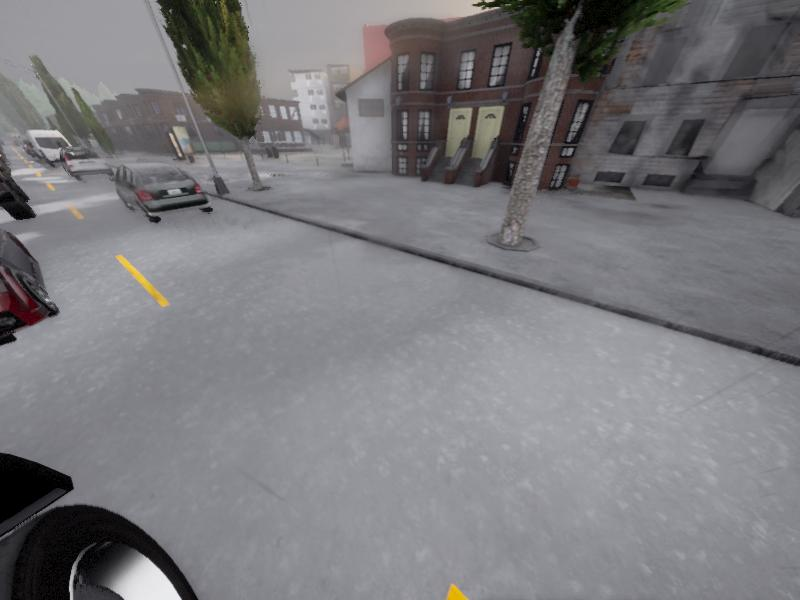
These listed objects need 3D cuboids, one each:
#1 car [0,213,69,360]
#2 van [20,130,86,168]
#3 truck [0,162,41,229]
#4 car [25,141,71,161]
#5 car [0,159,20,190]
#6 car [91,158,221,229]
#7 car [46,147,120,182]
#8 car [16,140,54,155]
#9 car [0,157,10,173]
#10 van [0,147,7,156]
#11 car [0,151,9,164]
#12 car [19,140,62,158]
[{"bbox_3d":[-6.858,-0.325,3.120,4.181,1.385,1.994,23,41,28],"label":"car"},{"bbox_3d":[-31.382,-13.745,20.913,5.915,2.561,1.988,23,41,28],"label":"van"},{"bbox_3d":[-14.474,-3.775,7.310,6.274,2.098,2.390,23,41,28],"label":"truck"},{"bbox_3d":[-38.873,-16.463,25.490,4.856,1.649,2.033,23,41,28],"label":"car"},{"bbox_3d":[-22.206,-6.728,11.937,4.902,1.511,2.128,23,41,28],"label":"car"},{"bbox_3d":[-8.261,-3.794,7.864,3.705,1.549,1.789,23,41,28],"label":"car"},{"bbox_3d":[-20.205,-8.753,14.741,3.988,1.617,1.851,22,41,28],"label":"car"},{"bbox_3d":[-53.127,-22.275,33.649,4.611,1.667,2.242,22,41,28],"label":"car"},{"bbox_3d":[-31.094,-10.413,17.022,5.366,1.575,1.801,22,41,28],"label":"car"},{"bbox_3d":[-54.302,-20.407,30.117,5.915,2.561,1.988,22,41,28],"label":"van"},{"bbox_3d":[-39.998,-14.213,22.070,4.605,1.855,1.932,23,41,28],"label":"car"},{"bbox_3d":[-44.550,-18.745,28.640,4.611,1.667,2.242,23,41,29],"label":"car"}]
